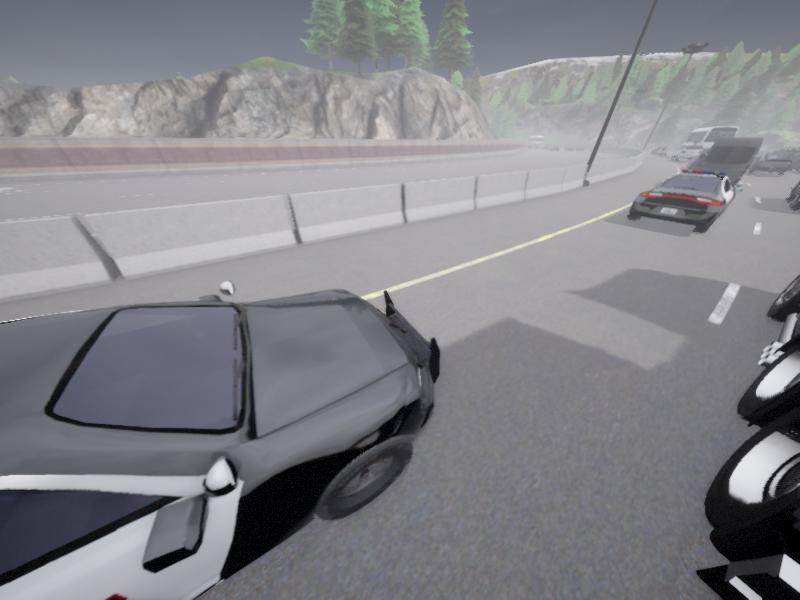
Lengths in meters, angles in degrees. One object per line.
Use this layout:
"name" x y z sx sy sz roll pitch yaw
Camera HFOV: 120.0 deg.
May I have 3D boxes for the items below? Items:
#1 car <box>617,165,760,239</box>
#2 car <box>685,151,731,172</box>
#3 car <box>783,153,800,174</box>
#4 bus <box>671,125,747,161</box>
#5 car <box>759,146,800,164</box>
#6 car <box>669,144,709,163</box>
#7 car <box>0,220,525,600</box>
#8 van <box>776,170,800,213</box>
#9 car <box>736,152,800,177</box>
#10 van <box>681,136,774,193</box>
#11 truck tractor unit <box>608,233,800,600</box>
"car" 10.109 -3.654 8.062 4.974 1.542 2.038 -22 40 -29
"car" 30.973 -14.129 23.388 2.007 1.525 4.514 28 44 34
"car" 37.856 -12.463 21.076 1.816 1.474 4.193 28 43 34
"bus" 50.147 -25.921 38.202 3.944 4.253 10.273 21 40 27
"car" 52.896 -20.080 31.858 1.932 1.855 4.605 22 40 28
"car" 40.816 -20.911 32.822 2.150 2.045 5.566 24 41 30
"car" -1.949 0.870 1.417 4.974 1.542 2.038 -18 39 -25
"van" 17.905 -4.750 9.263 4.480 2.038 2.069 -25 42 -31
"car" 32.086 -11.895 20.175 2.128 1.511 4.902 29 44 35
"van" 20.048 -8.547 14.334 5.915 2.561 1.988 -26 43 -33
"truck tractor unit" 5.060 -0.346 0.859 6.516 4.208 3.053 -20 40 -27
